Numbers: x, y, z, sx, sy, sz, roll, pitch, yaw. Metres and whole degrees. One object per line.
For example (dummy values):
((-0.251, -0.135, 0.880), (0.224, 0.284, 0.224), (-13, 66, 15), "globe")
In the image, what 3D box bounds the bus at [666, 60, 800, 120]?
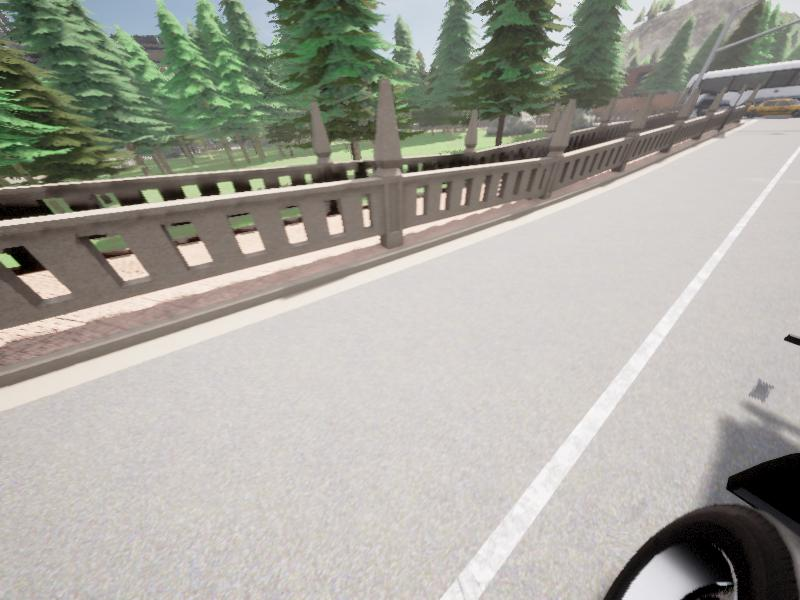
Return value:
((38.611, -23.209, 25.771), (3.944, 4.253, 10.273), (-28, 43, -26), "bus")

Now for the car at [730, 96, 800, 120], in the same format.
((36.632, -18.454, 22.150), (1.801, 1.575, 5.366), (-14, 39, -9), "car")
